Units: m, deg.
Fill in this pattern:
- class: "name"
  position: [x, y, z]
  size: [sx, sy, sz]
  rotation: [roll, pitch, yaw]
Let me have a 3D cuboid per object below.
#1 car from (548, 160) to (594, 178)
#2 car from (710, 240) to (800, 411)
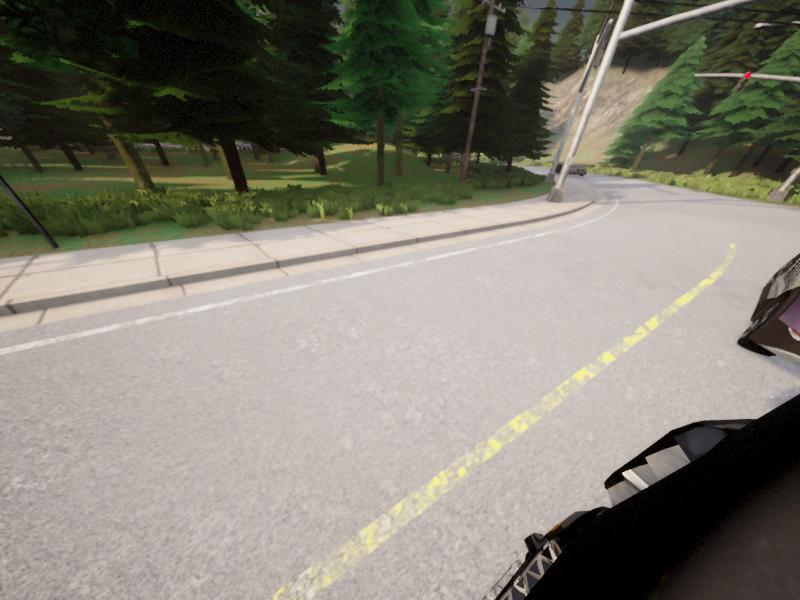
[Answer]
- class: "car"
  position: [19.150, -14.891, 26.101]
  size: [1.994, 1.385, 4.181]
  rotation: [1, 34, -2]
- class: "car"
  position: [6.470, -0.004, 2.815]
  size: [4.856, 1.649, 2.033]
  rotation: [-18, 39, -27]
